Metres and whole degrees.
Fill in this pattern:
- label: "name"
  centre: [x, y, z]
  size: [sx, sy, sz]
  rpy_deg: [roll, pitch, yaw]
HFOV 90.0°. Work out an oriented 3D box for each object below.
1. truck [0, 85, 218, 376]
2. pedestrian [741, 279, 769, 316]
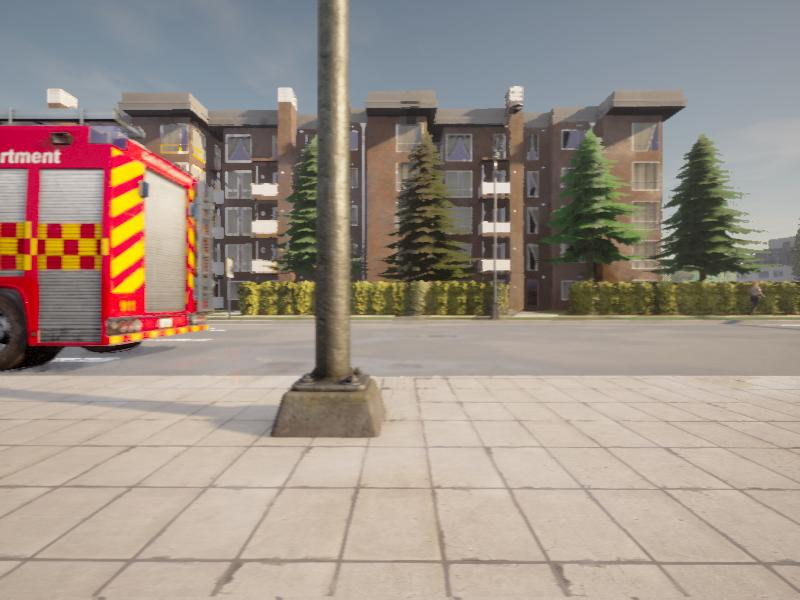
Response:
- label: "truck"
  centre: [-7.955, -0.917, 6.707]
  size: [8.468, 3.827, 2.891]
  rpy_deg: [0, 0, 0]
- label: "pedestrian"
  centre: [18.106, -0.119, 20.402]
  size: [0.751, 1.860, 0.751]
  rpy_deg: [0, 0, -1]
